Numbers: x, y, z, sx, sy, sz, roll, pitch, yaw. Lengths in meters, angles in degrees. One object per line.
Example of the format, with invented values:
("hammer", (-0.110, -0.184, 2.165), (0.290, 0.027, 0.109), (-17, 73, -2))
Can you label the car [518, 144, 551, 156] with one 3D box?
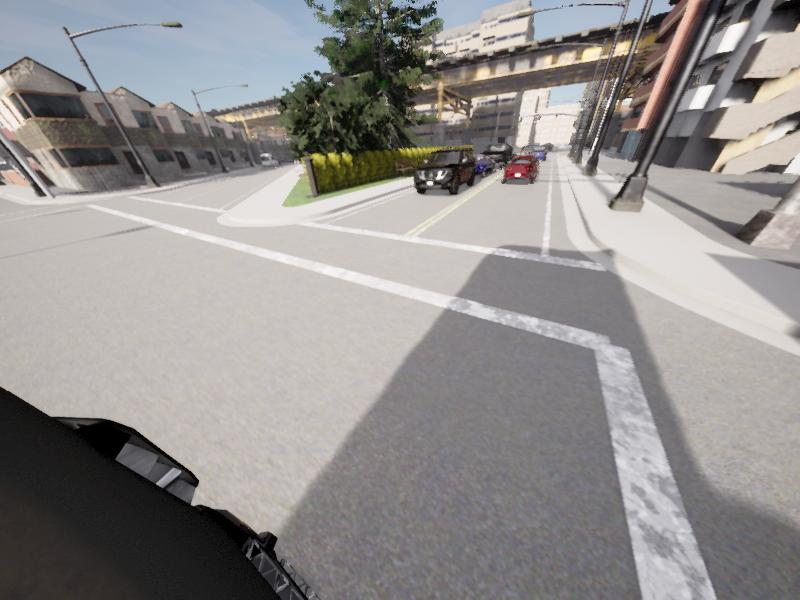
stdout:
("car", (24.101, -26.882, 41.477), (4.902, 1.511, 2.128), (-15, 35, -16))

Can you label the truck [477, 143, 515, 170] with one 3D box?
("truck", (10.148, -15.118, 24.216), (2.390, 2.098, 6.274), (15, 37, 25))

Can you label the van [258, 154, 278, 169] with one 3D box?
("van", (-28.972, -30.657, 50.885), (1.988, 2.561, 5.915), (-11, 34, -11))

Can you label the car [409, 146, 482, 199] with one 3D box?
("car", (2.763, -7.401, 13.137), (2.150, 2.045, 5.566), (15, 37, 25))

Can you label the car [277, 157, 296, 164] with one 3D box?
("car", (-34.457, -42.381, 70.051), (5.238, 1.638, 1.930), (14, 37, 25))

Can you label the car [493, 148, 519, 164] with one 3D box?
("car", (13.583, -18.456, 29.571), (2.163, 1.488, 4.792), (15, 37, 25))

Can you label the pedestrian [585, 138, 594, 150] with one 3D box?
("pedestrian", (38.828, -31.999, 47.376), (0.751, 1.860, 0.751), (2, 34, 8))

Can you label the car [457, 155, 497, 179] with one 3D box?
("car", (6.290, -10.756, 18.633), (1.895, 1.301, 4.718), (15, 37, 25))

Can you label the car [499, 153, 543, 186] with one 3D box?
("car", (7.972, -8.574, 15.026), (1.812, 1.442, 4.674), (15, 37, 25))

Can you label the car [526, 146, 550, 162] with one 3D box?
("car", (17.943, -19.019, 30.052), (2.163, 1.488, 4.792), (13, 37, 24))

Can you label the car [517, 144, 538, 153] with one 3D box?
("car", (30.467, -36.349, 55.288), (4.974, 1.542, 2.038), (-24, 39, -29))
